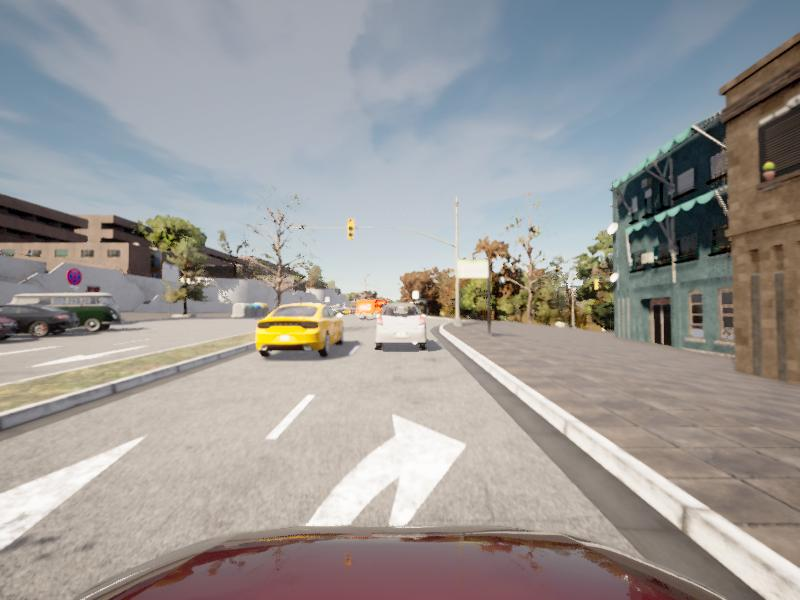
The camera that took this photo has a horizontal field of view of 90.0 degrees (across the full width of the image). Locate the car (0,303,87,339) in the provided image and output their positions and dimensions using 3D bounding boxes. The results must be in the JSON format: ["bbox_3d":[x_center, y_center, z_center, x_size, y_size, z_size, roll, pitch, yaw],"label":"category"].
[{"bbox_3d":[-16.902,0.894,17.461,4.674,1.452,2.002,-1,0,-20],"label":"car"}]

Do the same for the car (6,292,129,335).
[{"bbox_3d":[-16.793,0.630,20.486,4.442,1.987,1.878,-1,0,-20],"label":"car"}]

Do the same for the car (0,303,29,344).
[{"bbox_3d":[-16.916,0.890,14.487,4.674,1.452,2.002,-1,0,-20],"label":"car"}]

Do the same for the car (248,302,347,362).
[{"bbox_3d":[-2.976,0.840,12.818,1.882,1.535,5.008,0,0,0],"label":"car"}]

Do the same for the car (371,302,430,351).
[{"bbox_3d":[0.028,0.846,14.282,1.845,1.501,3.633,0,0,0],"label":"car"}]

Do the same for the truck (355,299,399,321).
[{"bbox_3d":[-2.896,1.212,48.911,2.627,2.467,5.204,1,-1,-43],"label":"truck"}]
